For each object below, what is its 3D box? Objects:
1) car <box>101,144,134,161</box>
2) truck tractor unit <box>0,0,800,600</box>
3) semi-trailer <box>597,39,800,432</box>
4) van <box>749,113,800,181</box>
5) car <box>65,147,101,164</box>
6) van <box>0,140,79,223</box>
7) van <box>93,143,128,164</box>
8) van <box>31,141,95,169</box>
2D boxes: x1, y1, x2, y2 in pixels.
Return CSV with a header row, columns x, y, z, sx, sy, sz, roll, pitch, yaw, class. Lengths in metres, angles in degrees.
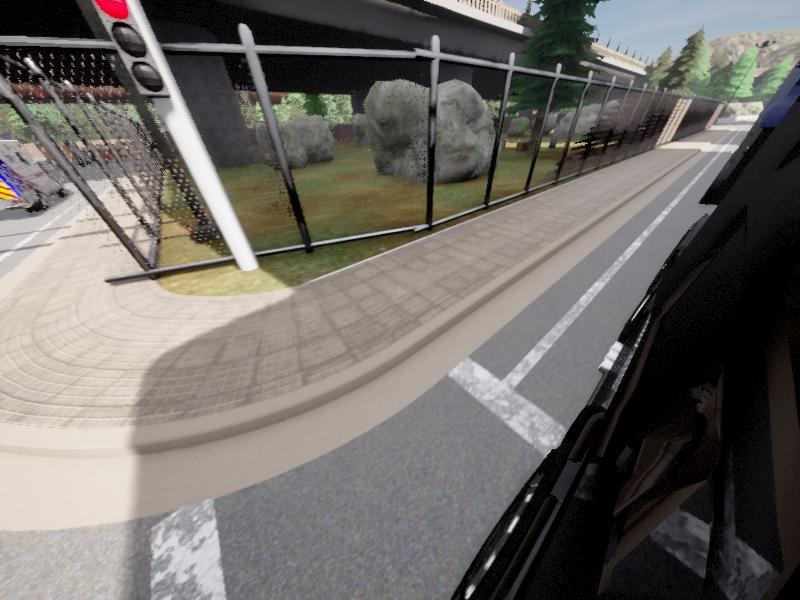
x,y,z,sx,sy,sz,roll,pitch,yaw,class
-41.548,-21.843,34.070,2.097,1.767,4.553,-28,44,-30,car
2.645,-0.295,0.352,6.516,4.208,3.053,-28,44,-30,truck tractor unit
8.724,-3.594,4.192,14.254,4.402,2.717,-28,44,-29,semi-trailer
16.513,-6.003,8.889,2.069,2.038,4.480,26,44,33,van
-44.008,-20.190,32.180,1.851,1.617,3.988,-28,44,-30,car
-16.842,-5.087,9.594,2.351,2.431,6.366,-28,44,-30,van
-37.663,-19.243,30.190,1.775,1.987,4.442,-28,44,-30,van
-39.199,-17.196,27.192,2.351,2.431,6.366,-28,44,-30,van
